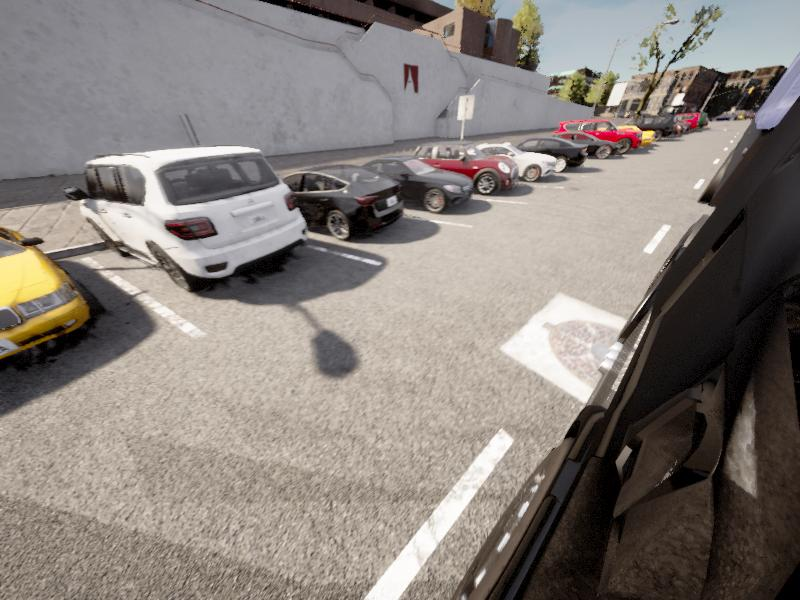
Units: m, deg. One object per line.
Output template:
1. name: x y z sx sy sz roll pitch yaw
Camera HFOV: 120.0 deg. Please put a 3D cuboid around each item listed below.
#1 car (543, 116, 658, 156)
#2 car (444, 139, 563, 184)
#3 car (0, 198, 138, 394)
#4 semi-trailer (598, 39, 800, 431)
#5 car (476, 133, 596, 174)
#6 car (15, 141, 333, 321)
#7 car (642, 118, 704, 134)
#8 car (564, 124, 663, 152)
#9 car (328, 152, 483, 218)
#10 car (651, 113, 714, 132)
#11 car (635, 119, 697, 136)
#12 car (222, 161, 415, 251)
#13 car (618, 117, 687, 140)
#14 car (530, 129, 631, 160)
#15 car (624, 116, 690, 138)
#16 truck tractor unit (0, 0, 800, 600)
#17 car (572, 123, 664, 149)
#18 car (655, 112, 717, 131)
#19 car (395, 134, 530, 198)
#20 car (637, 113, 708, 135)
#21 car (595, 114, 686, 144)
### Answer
1. car: 13.915 -11.753 16.663 5.566 2.045 2.435 17 41 25
2. car: 4.710 -6.574 10.916 4.674 1.452 2.002 17 41 25
3. car: -6.629 -0.421 3.356 5.366 1.575 1.946 17 40 25
4. semi-trailer: 8.694 -3.619 4.217 14.254 4.402 2.717 -28 44 -30
5. car: 7.011 -7.838 12.368 5.008 1.535 2.097 17 41 25
6. car: -4.525 -1.895 4.795 5.566 2.045 2.435 17 41 25
7. car: 39.019 -25.090 33.288 5.366 1.575 1.946 17 41 25
8. car: 16.360 -12.746 18.222 5.366 1.575 1.946 17 41 25
9. car: 0.116 -4.108 7.947 4.674 1.452 2.002 17 40 25
10. car: 43.759 -27.682 36.057 5.566 2.045 2.435 17 41 26
11. car: 34.553 -22.584 30.248 4.792 1.488 2.163 17 41 25
12. car: -2.216 -2.892 6.452 4.792 1.488 2.163 17 41 25
13. car: 27.705 -19.029 25.651 4.553 1.767 2.185 17 41 25
14. car: 11.631 -10.289 15.344 4.792 1.488 2.163 17 41 25
15. car: 29.951 -20.272 27.176 4.553 1.767 2.185 17 40 25
16. truck tractor unit: 2.645 -0.295 0.351 6.516 4.208 3.053 -28 44 -30
17. car: 18.332 -14.072 19.863 5.366 1.575 1.946 17 41 25
18. car: 46.130 -28.885 37.527 5.566 2.045 2.435 17 40 26
19. car: 2.379 -5.482 9.346 4.553 1.767 2.185 17 41 25
20. car: 36.841 -24.030 31.579 5.566 2.045 2.435 17 41 25
21. car: 23.049 -16.690 22.619 5.566 2.045 2.435 17 41 25
